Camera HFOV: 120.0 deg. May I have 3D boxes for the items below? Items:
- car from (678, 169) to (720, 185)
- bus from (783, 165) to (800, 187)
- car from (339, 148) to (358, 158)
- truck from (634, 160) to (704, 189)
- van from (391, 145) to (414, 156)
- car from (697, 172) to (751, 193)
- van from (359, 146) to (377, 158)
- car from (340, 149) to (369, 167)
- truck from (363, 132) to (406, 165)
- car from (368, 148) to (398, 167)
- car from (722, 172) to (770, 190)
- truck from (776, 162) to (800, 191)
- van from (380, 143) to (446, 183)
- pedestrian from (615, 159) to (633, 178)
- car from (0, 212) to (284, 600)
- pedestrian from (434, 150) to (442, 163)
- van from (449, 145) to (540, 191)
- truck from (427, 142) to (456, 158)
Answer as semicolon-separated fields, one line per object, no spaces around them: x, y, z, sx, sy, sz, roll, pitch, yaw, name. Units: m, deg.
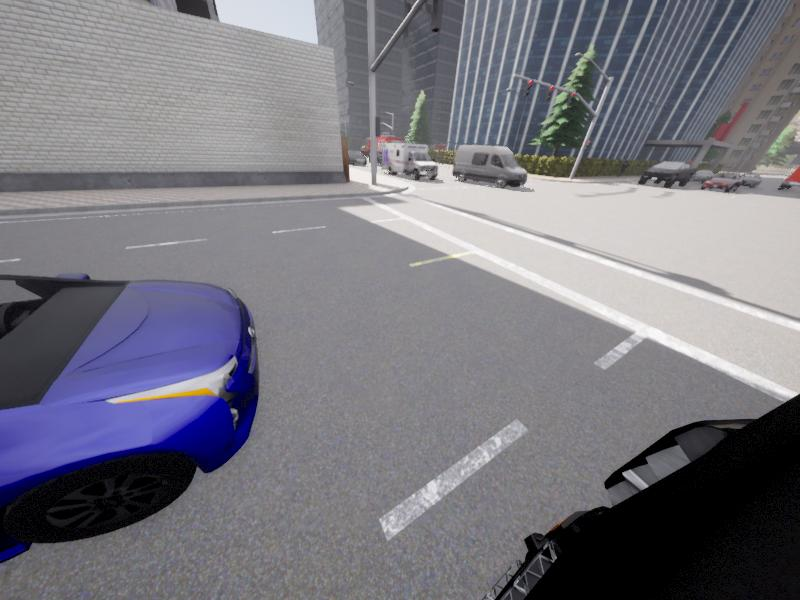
35.755;-14.758;27.613;4.674;1.442;1.812;-16;38;-26;car
58.644;-17.998;31.711;10.273;4.253;3.944;-16;38;-26;bus
-10.814;-30.728;48.220;2.033;1.411;5.357;-16;38;-26;car
26.469;-12.399;22.753;6.274;2.098;2.390;-16;38;-26;truck
0.803;-43.567;67.489;6.366;2.431;2.351;-16;38;-26;van
29.756;-10.839;21.221;4.193;1.474;1.816;-16;38;-26;car
-6.693;-30.785;48.037;2.069;2.038;4.480;-16;38;-26;van
-5.890;-18.197;29.522;2.033;1.649;4.856;-16;38;-26;car
-2.627;-23.660;36.010;2.891;3.827;8.468;-16;38;-26;truck
-2.288;-18.593;30.170;1.932;1.855;4.605;-16;38;-26;car
37.962;-13.118;25.378;4.181;1.385;1.994;-16;38;-26;car
43.649;-12.980;24.561;5.204;2.467;2.627;-13;37;-27;truck
0.784;-11.914;19.849;2.351;2.431;6.366;-16;38;-26;van
27.563;-16.179;28.424;0.751;1.860;0.751;-24;42;-34;pedestrian
-3.366;0.745;1.185;4.514;1.525;2.007;-16;38;-26;car
6.202;-23.610;38.071;0.751;1.860;0.751;-24;42;-34;pedestrian
6.821;-10.233;17.661;1.988;2.561;5.915;-20;39;-30;van
13.158;-47.711;73.429;8.468;3.827;2.891;-16;38;-26;truck
